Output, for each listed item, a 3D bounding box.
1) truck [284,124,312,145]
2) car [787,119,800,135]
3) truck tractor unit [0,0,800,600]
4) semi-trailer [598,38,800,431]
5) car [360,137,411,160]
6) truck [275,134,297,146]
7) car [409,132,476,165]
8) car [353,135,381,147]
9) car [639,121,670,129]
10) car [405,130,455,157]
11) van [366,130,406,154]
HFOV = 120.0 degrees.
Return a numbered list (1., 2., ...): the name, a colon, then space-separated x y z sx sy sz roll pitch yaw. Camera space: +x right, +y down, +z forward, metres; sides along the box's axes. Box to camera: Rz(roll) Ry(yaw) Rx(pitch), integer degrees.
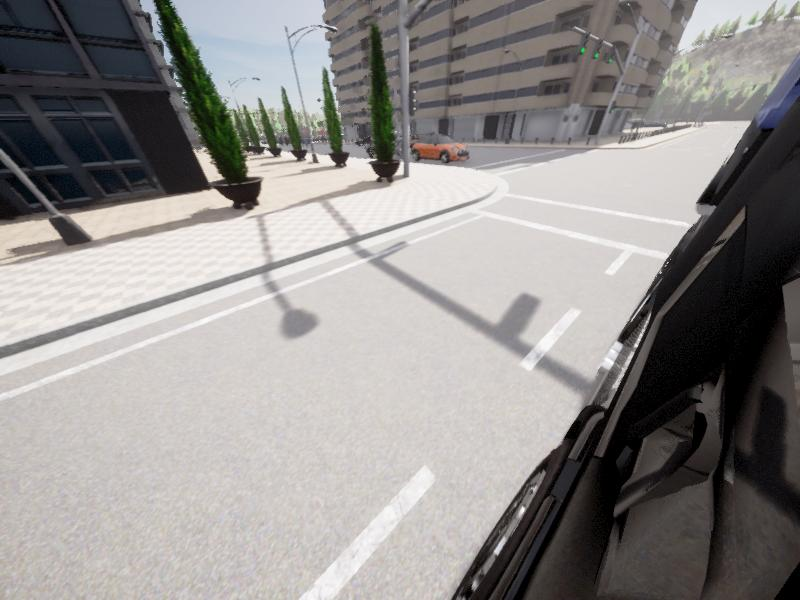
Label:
1. truck: -25.751 -41.635 58.226 2.891 3.827 8.468 -29 44 -31
2. car: 47.872 -20.344 27.046 4.181 1.385 1.994 -28 43 -30
3. truck tractor unit: 2.645 -0.295 0.351 6.516 4.208 3.053 -28 44 -30
4. semi-trailer: 8.692 -3.611 4.229 14.254 4.402 2.717 -28 44 -30
5. car: -1.425 -14.368 21.820 2.128 1.511 4.902 -28 43 -30
6. truck: -27.848 -39.153 56.457 2.390 2.098 6.274 -29 44 -31
7. car: 2.994 -11.425 17.331 2.097 1.767 4.553 -27 43 -29
8. car: -5.633 -27.027 39.213 2.163 1.488 4.792 -28 43 -30
9. car: 63.012 -43.429 57.236 1.812 1.442 4.674 -27 43 -29
10. car: 2.692 -14.941 22.030 1.932 1.855 4.605 -28 43 -30
11. van: -1.644 -17.985 26.276 2.069 2.038 4.480 -28 43 -30
